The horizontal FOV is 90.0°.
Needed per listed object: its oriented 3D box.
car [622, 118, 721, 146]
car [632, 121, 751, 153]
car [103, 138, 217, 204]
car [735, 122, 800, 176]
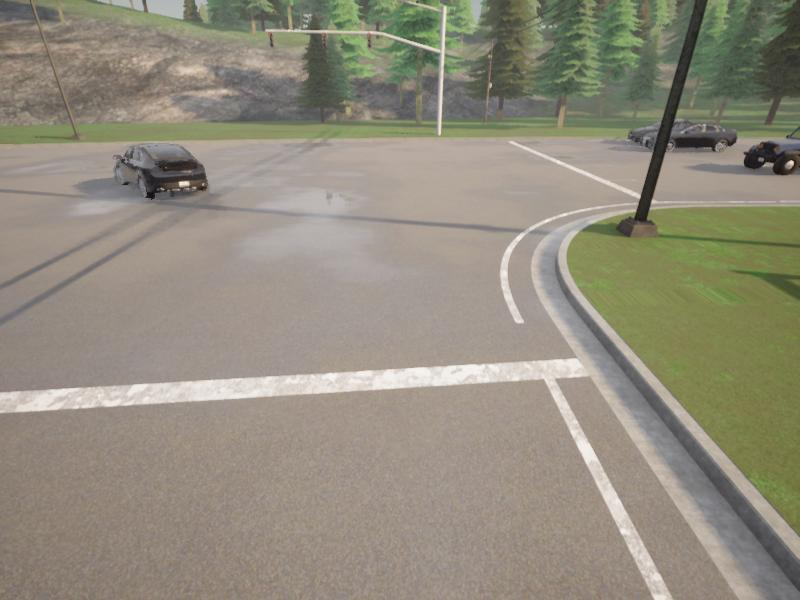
[{"bbox_3d":[17.490,-10.937,26.003,4.892,1.490,1.837,0,27,0],"label":"car"},{"bbox_3d":[16.481,-9.331,22.886,4.902,1.511,2.128,0,27,0],"label":"car"},{"bbox_3d":[-8.365,-4.610,13.796,1.837,1.490,4.892,-22,34,-39],"label":"car"},{"bbox_3d":[16.884,-6.282,16.591,3.866,1.878,1.905,0,27,0],"label":"car"}]
